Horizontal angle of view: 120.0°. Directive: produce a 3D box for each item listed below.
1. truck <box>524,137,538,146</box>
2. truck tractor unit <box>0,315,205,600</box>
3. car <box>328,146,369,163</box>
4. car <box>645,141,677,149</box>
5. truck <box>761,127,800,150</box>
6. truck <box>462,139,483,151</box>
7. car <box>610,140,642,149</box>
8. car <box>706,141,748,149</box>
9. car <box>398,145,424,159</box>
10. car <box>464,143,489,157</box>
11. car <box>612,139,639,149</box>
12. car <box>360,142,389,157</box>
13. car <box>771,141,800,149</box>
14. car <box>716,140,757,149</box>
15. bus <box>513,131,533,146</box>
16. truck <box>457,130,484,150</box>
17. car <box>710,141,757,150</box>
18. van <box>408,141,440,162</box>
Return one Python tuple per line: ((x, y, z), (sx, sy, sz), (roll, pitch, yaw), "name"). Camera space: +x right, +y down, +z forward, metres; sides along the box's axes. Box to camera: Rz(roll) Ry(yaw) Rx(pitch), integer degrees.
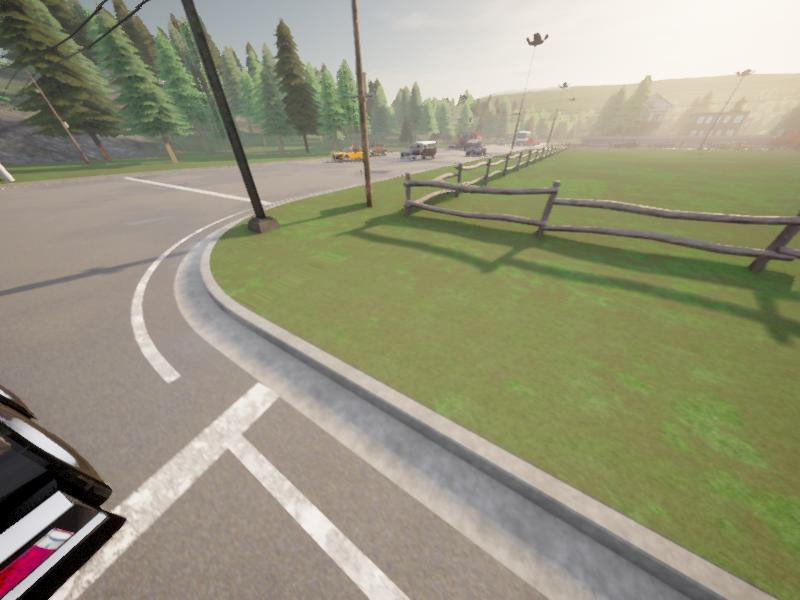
((43.515, -52.534, 76.676), (2.627, 2.467, 5.204), (19, 40, 26), "truck")
((-5.214, -0.182, 0.609), (6.516, 4.208, 3.053), (14, 37, 19), "truck tractor unit")
((-6.102, -17.862, 28.297), (1.882, 1.535, 5.008), (19, 40, 26), "car")
((63.988, -38.119, 56.699), (4.792, 1.488, 2.163), (19, 39, 26), "car")
((82.140, -32.764, 46.796), (8.468, 3.827, 2.891), (19, 39, 26), "truck")
((16.407, -34.980, 52.116), (2.390, 2.098, 6.274), (20, 40, 26), "truck")
((56.019, -38.608, 57.333), (5.238, 1.638, 1.930), (19, 39, 26), "car")
((73.307, -34.898, 51.943), (5.008, 1.535, 1.882), (19, 39, 26), "car")
((1.677, -21.212, 33.077), (1.816, 1.474, 4.193), (19, 40, 26), "car")
((11.775, -23.022, 35.401), (2.242, 1.667, 4.611), (19, 40, 26), "car")
((53.693, -37.160, 55.080), (3.866, 1.878, 1.905), (19, 39, 26), "car")
((-3.927, -23.782, 36.458), (1.932, 1.855, 4.605), (19, 40, 26), "car")
((84.675, -33.254, 49.560), (4.902, 1.511, 2.128), (19, 39, 26), "car")
((77.370, -35.836, 53.248), (5.008, 1.535, 1.882), (19, 39, 26), "car")
((43.308, -56.728, 81.126), (3.944, 4.253, 10.273), (19, 40, 26), "bus")
((18.048, -40.804, 58.928), (2.891, 3.827, 8.468), (23, 41, 29), "truck")
((71.332, -33.235, 49.575), (5.366, 1.575, 1.801), (19, 39, 26), "car")
((3.077, -18.960, 29.339), (2.069, 2.038, 4.480), (19, 40, 26), "van")
